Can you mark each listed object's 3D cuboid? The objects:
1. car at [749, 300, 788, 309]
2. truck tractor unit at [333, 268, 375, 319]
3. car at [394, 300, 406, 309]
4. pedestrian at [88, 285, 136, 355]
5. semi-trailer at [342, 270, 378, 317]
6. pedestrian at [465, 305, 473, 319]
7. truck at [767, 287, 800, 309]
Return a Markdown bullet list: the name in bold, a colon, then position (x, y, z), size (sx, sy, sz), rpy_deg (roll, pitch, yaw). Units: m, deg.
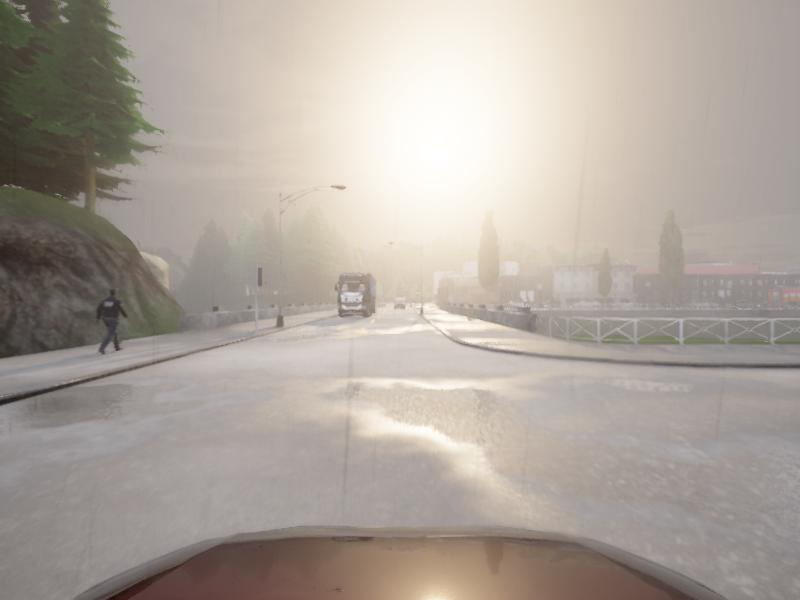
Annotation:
- **car**: position (67.294, 0.759, 73.067), size (5.238, 1.638, 1.930), rpy_deg (0, 0, 0)
- **truck tractor unit**: position (-4.027, -0.528, 36.517), size (3.053, 4.208, 6.516), rpy_deg (0, 0, 0)
- **car**: position (-0.027, 0.815, 70.314), size (2.038, 1.542, 4.974), rpy_deg (0, 0, 0)
- **pedestrian**: position (-7.860, 0.531, 10.942), size (0.751, 1.860, 0.751), rpy_deg (0, 0, 2)
- **semi-trailer**: position (-4.135, -0.626, 44.431), size (2.717, 4.402, 14.254), rpy_deg (0, 0, -1)
- **pedestrian**: position (5.223, 0.908, 30.183), size (0.500, 1.100, 0.500), rpy_deg (0, 0, -1)
- **truck**: position (68.901, -0.336, 69.063), size (8.468, 3.827, 2.891), rpy_deg (0, 0, 0)
